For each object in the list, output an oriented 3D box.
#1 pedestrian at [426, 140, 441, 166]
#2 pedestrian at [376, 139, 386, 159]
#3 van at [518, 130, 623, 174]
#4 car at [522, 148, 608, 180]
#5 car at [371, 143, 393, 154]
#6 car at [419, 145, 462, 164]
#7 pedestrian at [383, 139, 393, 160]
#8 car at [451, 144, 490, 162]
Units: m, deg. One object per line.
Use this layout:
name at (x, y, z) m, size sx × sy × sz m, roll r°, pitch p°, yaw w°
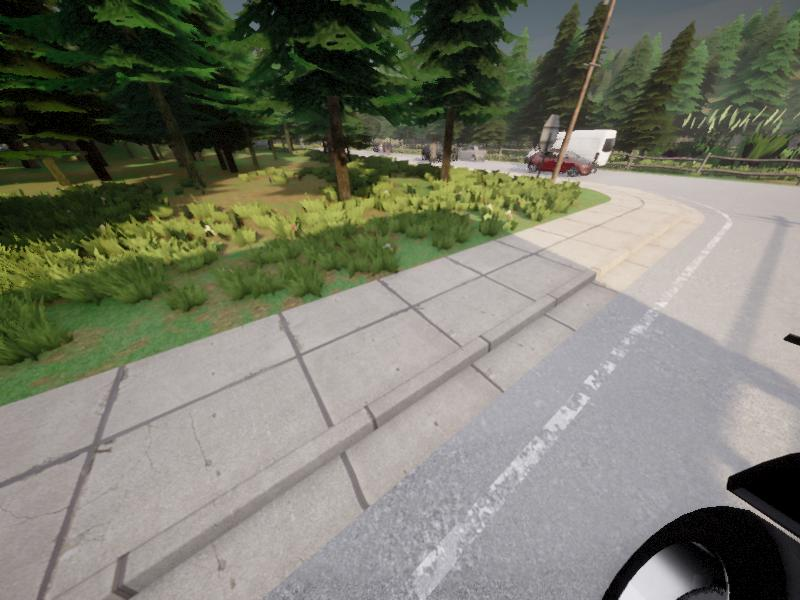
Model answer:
pedestrian at (2.812, -12.440, 19.552) m, size 0.751 × 1.860 × 0.751 m, roll -19°, pitch 39°, yaw -24°
pedestrian at (-2.114, -16.949, 26.001) m, size 0.751 × 1.860 × 0.751 m, roll 29°, pitch 45°, yaw 35°
van at (12.999, -11.799, 18.288) m, size 1.988 × 2.561 × 5.915 m, roll -20°, pitch 40°, yaw -26°
car at (11.049, -9.399, 15.818) m, size 1.816 × 1.474 × 4.193 m, roll -20°, pitch 40°, yaw -25°
car at (-3.013, -25.307, 38.504) m, size 1.816 × 1.474 × 4.193 m, roll -21°, pitch 40°, yaw -27°
car at (4.164, -15.601, 24.625) m, size 2.007 × 1.525 × 4.514 m, roll -20°, pitch 40°, yaw -26°
pedestrian at (-1.361, -16.673, 25.599) m, size 0.751 × 1.860 × 0.751 m, roll -24°, pitch 42°, yaw -30°
car at (7.683, -16.249, 25.515) m, size 1.845 × 1.501 × 3.633 m, roll -22°, pitch 41°, yaw -27°
